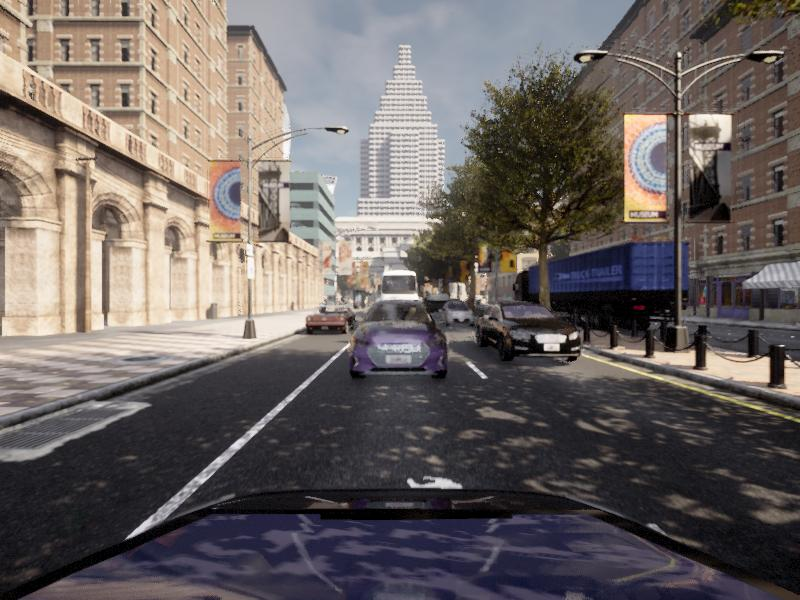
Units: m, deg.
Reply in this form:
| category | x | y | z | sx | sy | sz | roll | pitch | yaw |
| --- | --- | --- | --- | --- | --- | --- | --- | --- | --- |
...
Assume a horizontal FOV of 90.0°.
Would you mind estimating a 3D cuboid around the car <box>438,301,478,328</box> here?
| category | x | y | z | sx | sy | sz | roll | pitch | yaw |
| --- | --- | --- | --- | --- | --- | --- | --- | --- | --- |
| car | 3.425 | 0.795 | 24.152 | 1.845 | 1.501 | 3.633 | 0 | 0 | 0 |

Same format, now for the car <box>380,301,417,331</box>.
| category | x | y | z | sx | sy | sz | roll | pitch | yaw |
| --- | --- | --- | --- | --- | --- | --- | --- | --- | --- |
| car | -0.070 | 0.816 | 22.318 | 1.837 | 1.490 | 4.892 | 0 | 0 | 0 |

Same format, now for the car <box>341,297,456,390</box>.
| category | x | y | z | sx | sy | sz | roll | pitch | yaw |
| --- | --- | --- | --- | --- | --- | --- | --- | --- | --- |
| car | -0.033 | 0.763 | 9.533 | 2.033 | 1.649 | 4.856 | 0 | 0 | 0 |

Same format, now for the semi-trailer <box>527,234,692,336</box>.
| category | x | y | z | sx | sy | sz | roll | pitch | yaw |
| --- | --- | --- | --- | --- | --- | --- | --- | --- | --- |
| semi-trailer | 11.366 | -0.650 | 24.488 | 2.717 | 4.402 | 14.254 | 0 | 0 | 0 |

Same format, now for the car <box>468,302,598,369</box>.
| category | x | y | z | sx | sy | sz | roll | pitch | yaw |
| --- | --- | --- | --- | --- | --- | --- | --- | --- | --- |
| car | 3.464 | 0.821 | 11.589 | 2.128 | 1.511 | 4.902 | 0 | 0 | 0 |

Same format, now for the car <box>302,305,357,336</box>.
| category | x | y | z | sx | sy | sz | roll | pitch | yaw |
| --- | --- | --- | --- | --- | --- | --- | --- | --- | --- |
| car | -3.311 | 0.912 | 19.734 | 1.895 | 1.301 | 4.718 | 0 | 0 | 0 |

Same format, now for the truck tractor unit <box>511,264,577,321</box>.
| category | x | y | z | sx | sy | sz | roll | pitch | yaw |
| --- | --- | --- | --- | --- | --- | --- | --- | --- | --- |
| truck tractor unit | 11.395 | -0.565 | 32.401 | 3.053 | 4.208 | 6.516 | 0 | 0 | 0 |

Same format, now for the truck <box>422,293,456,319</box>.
| category | x | y | z | sx | sy | sz | roll | pitch | yaw |
| --- | --- | --- | --- | --- | --- | --- | --- | --- | --- |
| truck | 3.390 | 0.495 | 35.952 | 2.390 | 2.098 | 6.274 | 0 | 0 | 0 |

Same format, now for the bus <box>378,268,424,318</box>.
| category | x | y | z | sx | sy | sz | roll | pitch | yaw |
| --- | --- | --- | --- | --- | --- | --- | --- | --- | --- |
| bus | 0.021 | -0.585 | 39.102 | 3.944 | 4.253 | 10.273 | 0 | 0 | -1 |

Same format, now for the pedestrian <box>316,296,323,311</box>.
| category | x | y | z | sx | sy | sz | roll | pitch | yaw |
| --- | --- | --- | --- | --- | --- | --- | --- | --- | --- |
| pedestrian | -10.238 | 0.419 | 50.853 | 0.751 | 1.860 | 0.751 | 0 | 0 | 8 |
